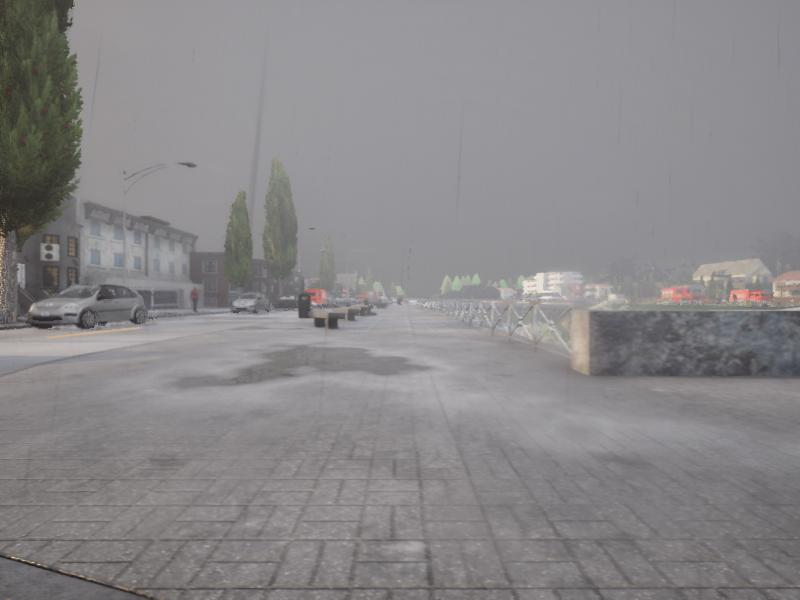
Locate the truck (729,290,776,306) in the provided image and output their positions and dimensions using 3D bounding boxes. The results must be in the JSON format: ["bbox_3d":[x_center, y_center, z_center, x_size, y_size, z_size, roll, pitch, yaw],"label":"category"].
[{"bbox_3d":[54.324,-0.305,61.864,2.627,2.467,5.204,0,0,0],"label":"truck"}]

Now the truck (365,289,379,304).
[{"bbox_3d":[-7.353,-0.920,105.738,2.891,3.827,8.468,0,0,0],"label":"truck"}]

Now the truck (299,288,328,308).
[{"bbox_3d":[-11.336,-0.234,52.954,2.627,2.467,5.204,0,0,0],"label":"truck"}]

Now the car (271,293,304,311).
[{"bbox_3d":[-11.331,0.182,40.764,1.930,1.638,5.238,0,0,0],"label":"car"}]

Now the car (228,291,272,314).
[{"bbox_3d":[-11.328,0.200,30.543,1.851,1.617,3.988,0,0,0],"label":"car"}]

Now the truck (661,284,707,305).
[{"bbox_3d":[54.317,-0.985,76.852,2.891,3.827,8.468,0,0,0],"label":"truck"}]

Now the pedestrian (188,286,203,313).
[{"bbox_3d":[-14.511,-0.052,28.382,0.751,1.860,0.751,0,0,40],"label":"pedestrian"}]

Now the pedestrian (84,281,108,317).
[{"bbox_3d":[-16.032,-0.050,21.108,0.751,1.860,0.751,0,0,-10],"label":"pedestrian"}]

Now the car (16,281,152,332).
[{"bbox_3d":[-11.323,0.200,14.758,1.851,1.617,3.988,0,0,0],"label":"car"}]
